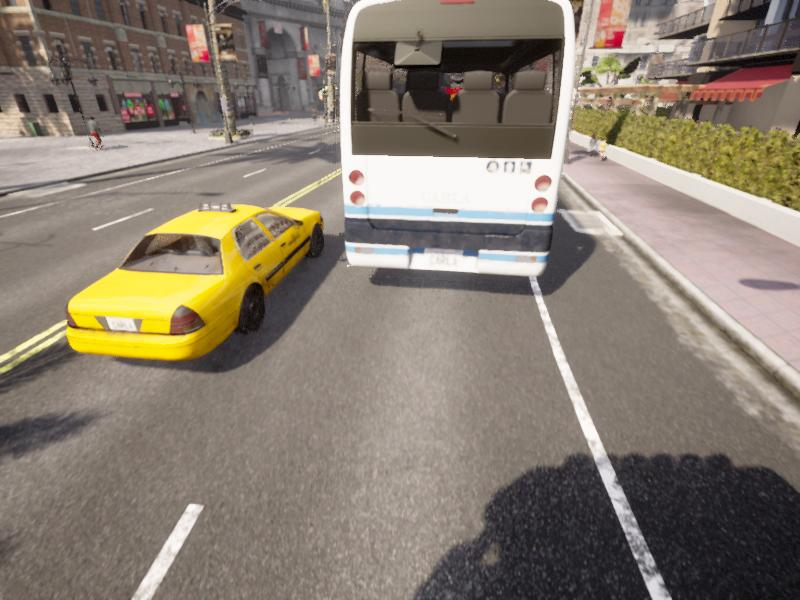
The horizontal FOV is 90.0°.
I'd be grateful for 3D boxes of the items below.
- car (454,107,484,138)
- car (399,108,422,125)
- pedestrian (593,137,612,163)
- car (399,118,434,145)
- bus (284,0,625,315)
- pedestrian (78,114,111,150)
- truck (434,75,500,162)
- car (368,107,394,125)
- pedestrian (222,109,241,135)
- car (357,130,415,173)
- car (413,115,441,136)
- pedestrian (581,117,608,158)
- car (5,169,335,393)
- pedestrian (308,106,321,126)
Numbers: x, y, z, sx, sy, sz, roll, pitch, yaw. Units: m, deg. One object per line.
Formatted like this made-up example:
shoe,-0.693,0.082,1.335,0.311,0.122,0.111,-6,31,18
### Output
car,5.837,-15.105,33.848,2.150,2.045,5.566,5,27,8
car,1.284,-21.712,47.272,2.007,1.525,4.514,5,28,9
pedestrian,9.616,-7.154,19.023,0.500,1.100,0.500,5,28,9
car,1.224,-12.002,28.406,1.970,1.475,3.806,5,27,8
bus,1.297,-4.134,10.043,3.944,4.253,10.273,4,28,8
pedestrian,-17.332,-9.546,22.734,0.751,1.860,0.751,5,28,9
truck,3.897,-10.679,23.267,2.891,3.827,8.468,5,27,9
car,-2.177,-22.011,47.712,1.930,1.638,5.238,5,28,9
pedestrian,-13.151,-13.943,31.319,0.751,1.860,0.751,12,29,21
car,-0.527,-7.200,19.159,1.994,1.385,4.181,4,27,8
car,2.371,-15.016,34.403,1.994,1.385,4.181,4,27,8
pedestrian,9.859,-8.248,20.325,0.751,1.860,0.751,5,28,9
car,-2.749,-0.908,6.659,1.801,1.575,5.366,3,27,6
pedestrian,-8.647,-18.596,40.405,0.751,1.860,0.751,16,31,28
